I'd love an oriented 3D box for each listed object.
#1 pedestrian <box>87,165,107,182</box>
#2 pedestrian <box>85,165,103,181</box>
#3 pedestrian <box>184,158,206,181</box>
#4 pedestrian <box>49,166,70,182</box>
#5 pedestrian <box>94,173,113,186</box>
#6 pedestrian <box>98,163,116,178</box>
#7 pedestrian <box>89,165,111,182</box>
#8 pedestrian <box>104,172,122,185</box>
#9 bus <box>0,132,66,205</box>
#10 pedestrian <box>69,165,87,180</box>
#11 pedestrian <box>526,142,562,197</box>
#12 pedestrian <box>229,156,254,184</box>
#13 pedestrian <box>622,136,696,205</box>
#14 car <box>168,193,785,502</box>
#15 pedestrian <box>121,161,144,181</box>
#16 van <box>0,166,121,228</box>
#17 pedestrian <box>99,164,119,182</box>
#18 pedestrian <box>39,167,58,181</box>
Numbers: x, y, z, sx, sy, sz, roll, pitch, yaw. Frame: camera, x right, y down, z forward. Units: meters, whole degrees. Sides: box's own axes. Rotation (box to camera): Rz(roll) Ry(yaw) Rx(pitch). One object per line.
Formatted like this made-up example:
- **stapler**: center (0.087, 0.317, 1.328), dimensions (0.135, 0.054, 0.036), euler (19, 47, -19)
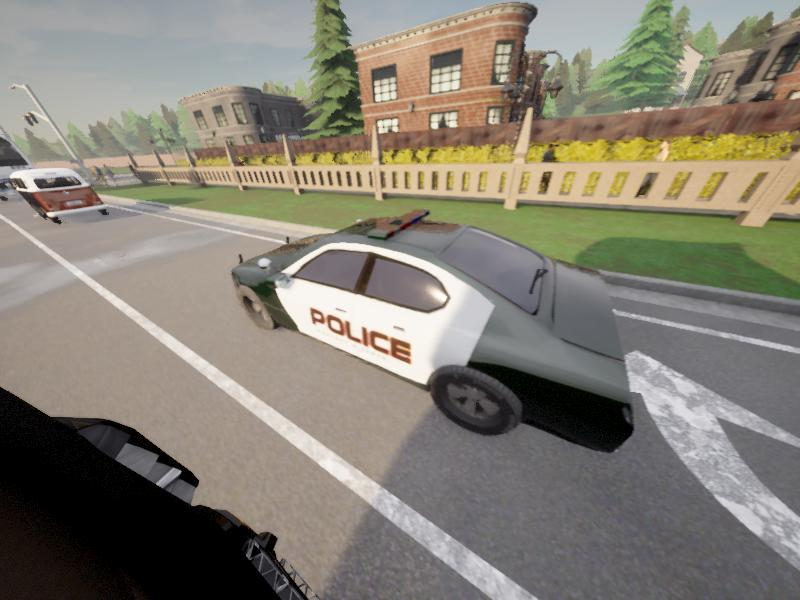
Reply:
- **pedestrian**: center (-39.216, -16.408, 29.902), dimensions (0.751, 1.860, 0.751), euler (20, 40, 31)
- **pedestrian**: center (-42.317, -17.556, 31.959), dimensions (0.751, 1.860, 0.751), euler (22, 41, 33)
- **pedestrian**: center (-19.821, -12.577, 22.347), dimensions (0.751, 1.860, 0.751), euler (17, 38, 27)
- **pedestrian**: center (-48.231, -17.837, 32.760), dimensions (0.751, 1.860, 0.751), euler (13, 37, 22)
- **pedestrian**: center (-28.647, -11.642, 22.336), dimensions (0.500, 1.100, 0.500), euler (5, 35, 12)
- **pedestrian**: center (-42.342, -18.760, 33.398), dimensions (0.751, 1.860, 0.751), euler (13, 37, 22)
- **pedestrian**: center (-37.355, -15.764, 28.790), dimensions (0.751, 1.860, 0.751), euler (14, 37, 24)
- **pedestrian**: center (-28.245, -11.931, 22.737), dimensions (0.500, 1.100, 0.500), euler (6, 35, 13)
- **bus**: center (-32.364, -10.588, 18.550), dimensions (10.273, 4.253, 3.944), euler (20, 40, 29)
- **pedestrian**: center (-47.198, -18.626, 33.860), dimensions (0.751, 1.860, 0.751), euler (19, 40, 30)
- **pedestrian**: center (5.778, -5.242, 9.326), dimensions (0.751, 1.860, 0.751), euler (17, 39, 27)
- **pedestrian**: center (-12.659, -10.385, 18.494), dimensions (0.751, 1.860, 0.751), euler (18, 39, 28)
- **pedestrian**: center (8.338, -4.208, 7.574), dimensions (0.751, 1.860, 0.751), euler (9, 36, 18)
- **car**: center (-0.289, -0.306, 3.031), dimensions (4.974, 1.542, 2.038), euler (15, 38, 26)
- **pedestrian**: center (-30.776, -14.850, 26.622), dimensions (0.751, 1.860, 0.751), euler (0, 34, 4)
- **van**: center (-15.818, -4.898, 10.689), dimensions (4.480, 2.038, 2.069), euler (16, 38, 26)
- **pedestrian**: center (-36.941, -16.140, 29.331), dimensions (0.751, 1.860, 0.751), euler (17, 39, 27)
- **pedestrian**: center (-55.691, -20.027, 36.635), dimensions (0.751, 1.860, 0.751), euler (12, 37, 21)
